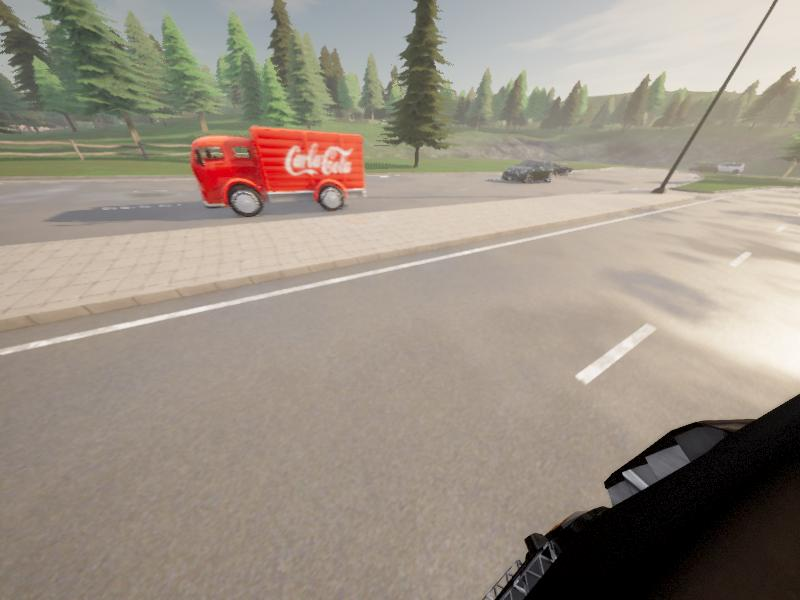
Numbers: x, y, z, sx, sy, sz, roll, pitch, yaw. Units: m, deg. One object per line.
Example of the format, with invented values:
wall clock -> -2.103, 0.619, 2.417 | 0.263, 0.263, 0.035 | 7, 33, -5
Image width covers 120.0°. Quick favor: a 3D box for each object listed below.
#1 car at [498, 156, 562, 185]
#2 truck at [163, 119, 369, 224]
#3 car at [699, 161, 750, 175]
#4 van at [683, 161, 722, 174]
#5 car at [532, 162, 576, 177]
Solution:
car -> 10.794, -10.822, 19.261 | 4.553, 1.767, 2.097 | -16, 38, -26
truck -> -4.076, -4.573, 8.219 | 5.204, 2.467, 2.627 | -16, 38, -26
car -> 67.702, -27.575, 48.289 | 5.566, 2.045, 2.150 | 14, 35, 16
van -> 60.477, -26.533, 46.240 | 4.442, 1.987, 1.775 | 1, 34, -3
car -> 17.538, -14.861, 26.240 | 4.718, 1.301, 1.895 | -17, 39, -27
